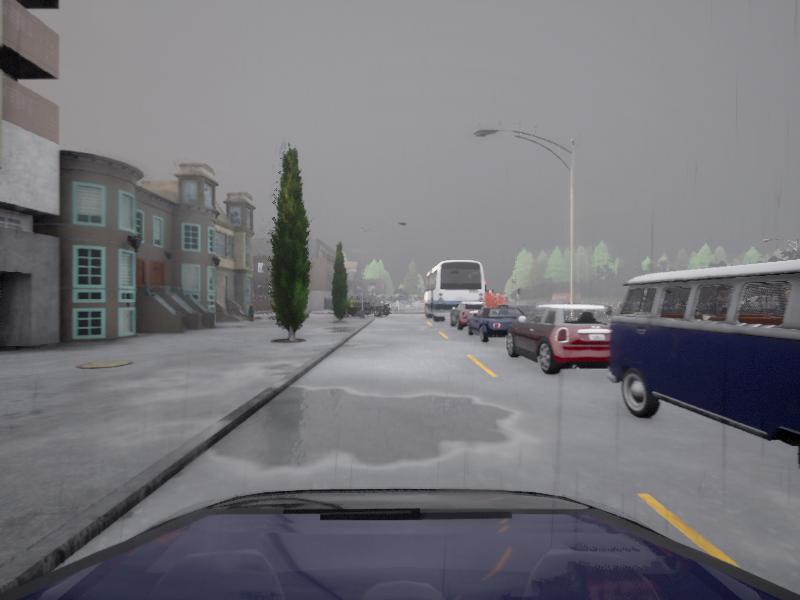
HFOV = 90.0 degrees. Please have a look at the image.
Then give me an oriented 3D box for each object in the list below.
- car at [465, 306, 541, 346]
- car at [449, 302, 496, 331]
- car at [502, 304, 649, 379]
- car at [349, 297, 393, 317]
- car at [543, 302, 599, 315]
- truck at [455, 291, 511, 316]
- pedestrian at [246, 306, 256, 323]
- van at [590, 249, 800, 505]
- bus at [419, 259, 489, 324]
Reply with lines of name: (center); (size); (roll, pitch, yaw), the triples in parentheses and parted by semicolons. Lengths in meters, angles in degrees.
car: (4.000, 0.947, 16.387); (1.895, 1.301, 4.718); (0, 0, 0)
car: (4.007, 0.858, 22.752); (1.970, 1.475, 3.806); (0, 0, 0)
car: (4.002, 0.856, 9.939); (1.970, 1.475, 3.806); (0, 0, 0)
car: (-2.797, 0.655, 39.085); (3.866, 1.878, 1.905); (0, -1, 28)
car: (19.093, 0.904, 44.752); (5.357, 1.411, 2.033); (0, 0, 0)
truck: (8.344, 0.371, 40.755); (5.204, 2.467, 2.627); (0, 0, 0)
pedestrian: (-9.848, 0.933, 26.511); (0.500, 1.100, 0.500); (0, 0, -6)
van: (3.999, 0.600, 4.324); (1.775, 1.987, 4.442); (0, 0, 0)
bus: (3.817, -0.527, 31.371); (3.944, 4.253, 10.273); (0, 0, -1)
